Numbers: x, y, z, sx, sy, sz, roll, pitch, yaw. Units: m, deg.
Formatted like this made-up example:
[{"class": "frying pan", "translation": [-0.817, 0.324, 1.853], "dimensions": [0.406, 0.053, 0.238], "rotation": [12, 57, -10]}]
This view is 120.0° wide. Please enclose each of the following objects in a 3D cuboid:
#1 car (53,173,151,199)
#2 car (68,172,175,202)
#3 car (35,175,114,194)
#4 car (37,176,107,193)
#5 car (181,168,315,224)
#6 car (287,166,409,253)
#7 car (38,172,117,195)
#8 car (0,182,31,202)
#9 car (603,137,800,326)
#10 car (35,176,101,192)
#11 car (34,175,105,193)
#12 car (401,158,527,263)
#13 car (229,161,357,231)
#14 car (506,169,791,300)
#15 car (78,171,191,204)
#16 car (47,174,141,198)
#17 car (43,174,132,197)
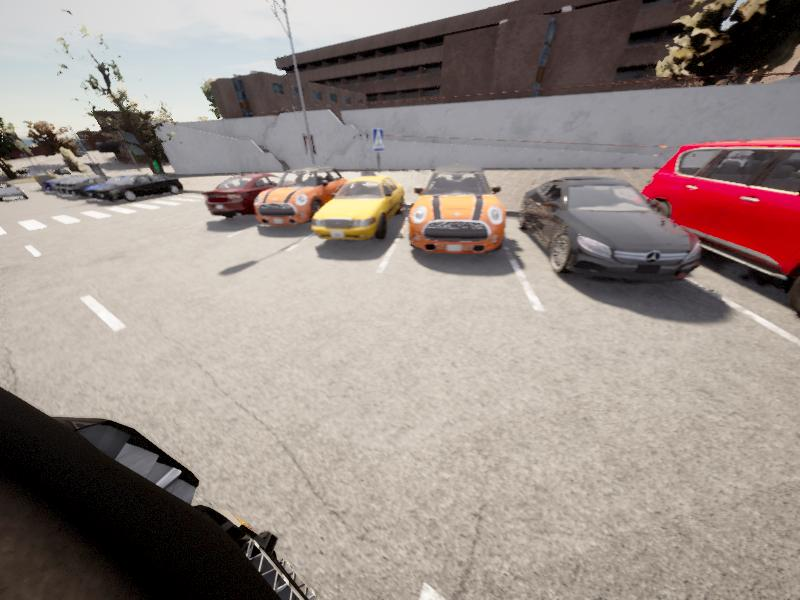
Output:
[{"class": "car", "translation": [-26.703, -10.447, 21.036], "dimensions": [2.231, 1.521, 4.892], "rotation": [3, 33, 11]}, {"class": "car", "translation": [-21.608, -9.074, 18.367], "dimensions": [2.097, 1.535, 5.008], "rotation": [3, 33, 10]}, {"class": "car", "translation": [-39.179, -14.090, 28.054], "dimensions": [2.097, 1.535, 5.008], "rotation": [5, 33, 14]}, {"class": "car", "translation": [-41.619, -14.823, 29.542], "dimensions": [2.002, 1.452, 4.674], "rotation": [6, 33, 14]}, {"class": "car", "translation": [-6.201, -4.868, 10.428], "dimensions": [2.097, 1.535, 5.008], "rotation": [3, 33, 10]}, {"class": "car", "translation": [-1.076, -3.334, 7.657], "dimensions": [1.946, 1.575, 5.366], "rotation": [4, 33, 10]}, {"class": "car", "translation": [-36.709, -13.462, 26.575], "dimensions": [2.185, 1.767, 4.553], "rotation": [5, 33, 13]}, {"class": "car", "translation": [-39.033, -10.815, 22.964], "dimensions": [3.633, 1.501, 1.845], "rotation": [17, 38, 29]}, {"class": "car", "translation": [6.664, -1.427, 3.747], "dimensions": [2.435, 2.045, 5.566], "rotation": [4, 34, 9]}, {"class": "car", "translation": [-46.472, -16.413, 32.546], "dimensions": [2.163, 1.488, 4.792], "rotation": [6, 33, 15]}, {"class": "car", "translation": [-44.065, -15.629, 30.998], "dimensions": [2.231, 1.521, 4.892], "rotation": [5, 33, 15]}, {"class": "car", "translation": [1.525, -2.825, 6.466], "dimensions": [2.185, 1.767, 4.553], "rotation": [4, 33, 10]}, {"class": "car", "translation": [-3.621, -4.277, 9.080], "dimensions": [2.185, 1.767, 4.553], "rotation": [4, 33, 10]}, {"class": "car", "translation": [4.100, -1.939, 5.231], "dimensions": [2.002, 1.452, 4.674], "rotation": [4, 33, 9]}, {"class": "car", "translation": [-19.050, -8.387, 17.040], "dimensions": [2.097, 1.535, 5.008], "rotation": [3, 33, 10]}, {"class": "car", "translation": [-29.231, -11.153, 22.402], "dimensions": [2.231, 1.521, 4.892], "rotation": [4, 33, 12]}, {"class": "car", "translation": [-31.743, -11.868, 23.787], "dimensions": [2.231, 1.521, 4.892], "rotation": [4, 33, 12]}]
